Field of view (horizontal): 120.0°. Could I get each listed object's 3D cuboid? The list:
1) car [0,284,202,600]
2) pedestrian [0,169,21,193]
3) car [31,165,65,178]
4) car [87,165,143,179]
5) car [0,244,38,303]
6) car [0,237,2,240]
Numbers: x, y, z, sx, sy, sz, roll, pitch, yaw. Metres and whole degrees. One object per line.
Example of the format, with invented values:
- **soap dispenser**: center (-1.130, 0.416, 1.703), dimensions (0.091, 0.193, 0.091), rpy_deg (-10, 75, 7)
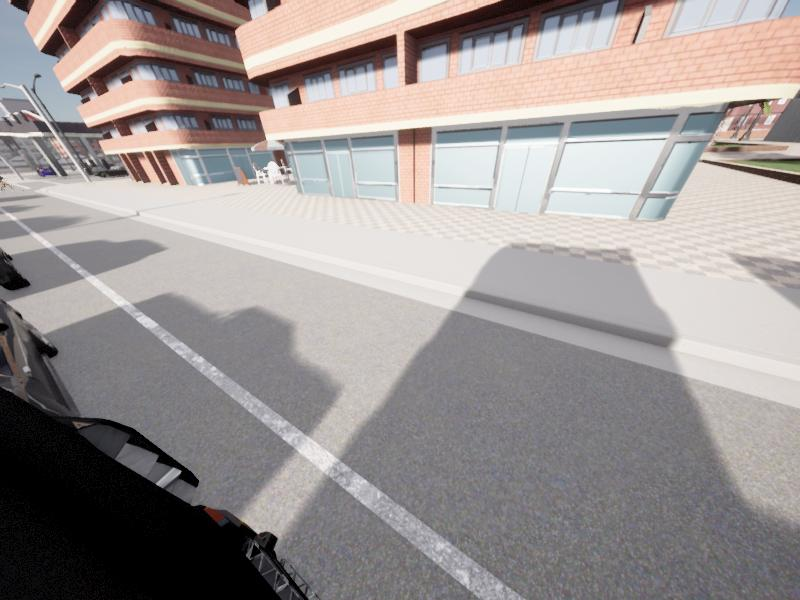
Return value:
- **car**: center (-3.817, 1.003, 1.499), dimensions (4.718, 1.301, 1.895), rpy_deg (16, 38, 26)
- **pedestrian**: center (-35.671, -10.684, 20.718), dimensions (0.751, 1.860, 0.751), rpy_deg (-25, 39, -29)
- **car**: center (-60.559, -22.171, 39.701), dimensions (4.611, 1.667, 2.242), rpy_deg (17, 38, 26)
- **car**: center (-41.288, -18.653, 33.615), dimensions (1.895, 1.301, 4.718), rpy_deg (16, 38, 25)
- **car**: center (-9.770, -0.950, 4.398), dimensions (4.553, 1.767, 2.097), rpy_deg (16, 38, 26)
- **car**: center (-16.665, -2.904, 7.970), dimensions (5.027, 1.651, 2.152), rpy_deg (16, 38, 26)
